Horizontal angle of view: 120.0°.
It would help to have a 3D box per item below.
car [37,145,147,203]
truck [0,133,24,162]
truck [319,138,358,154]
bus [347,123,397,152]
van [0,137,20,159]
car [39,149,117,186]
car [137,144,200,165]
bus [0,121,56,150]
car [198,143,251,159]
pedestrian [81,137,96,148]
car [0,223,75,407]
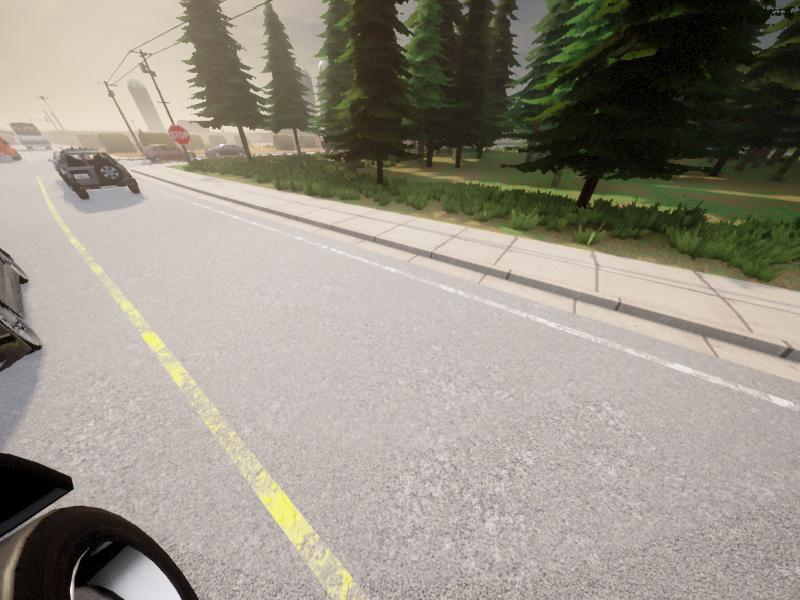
[{"bbox_3d":[-14.104,-5.923,10.586,4.605,1.855,1.932,23,41,29],"label":"car"},{"bbox_3d":[-43.366,-16.270,24.556,5.204,2.467,2.627,24,41,29],"label":"truck"},{"bbox_3d":[-10.483,-26.728,40.034,2.390,2.098,6.274,21,40,27],"label":"truck"},{"bbox_3d":[-5.183,-32.251,46.047,3.944,4.253,10.273,21,40,27],"label":"bus"},{"bbox_3d":[-48.706,-18.404,27.920,4.480,2.038,2.069,24,41,29],"label":"van"},{"bbox_3d":[-19.329,-8.058,13.888,4.514,1.525,2.007,25,42,31],"label":"car"},{"bbox_3d":[-23.784,-15.166,23.944,1.851,1.617,3.988,22,41,28],"label":"car"},{"bbox_3d":[-72.888,-32.186,45.406,10.273,4.253,3.944,23,41,29],"label":"bus"},{"bbox_3d":[-22.855,-19.544,30.252,2.128,1.511,4.902,21,40,27],"label":"car"},{"bbox_3d":[-65.181,-32.942,48.313,0.751,1.860,0.751,-2,35,-3],"label":"pedestrian"},{"bbox_3d":[-6.390,-0.082,2.692,4.902,1.511,2.128,22,41,28],"label":"car"}]
